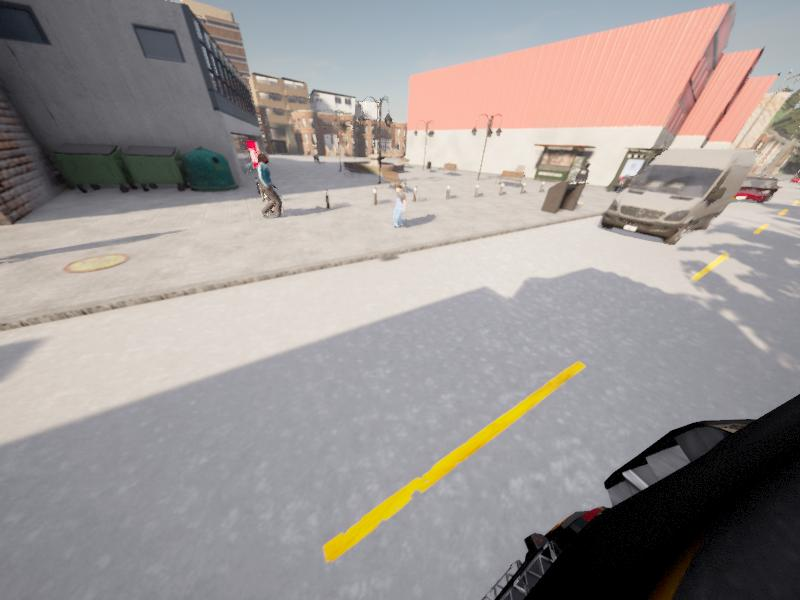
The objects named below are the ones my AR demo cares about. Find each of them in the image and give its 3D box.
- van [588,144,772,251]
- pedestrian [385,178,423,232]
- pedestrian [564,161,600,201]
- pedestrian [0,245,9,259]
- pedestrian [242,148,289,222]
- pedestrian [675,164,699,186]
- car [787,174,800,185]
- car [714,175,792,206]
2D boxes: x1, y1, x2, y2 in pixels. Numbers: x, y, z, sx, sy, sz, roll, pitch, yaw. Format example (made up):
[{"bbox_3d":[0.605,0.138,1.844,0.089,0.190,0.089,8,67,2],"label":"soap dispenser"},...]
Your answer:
[{"bbox_3d":[9.697,-3.724,8.019,5.915,2.561,1.988,-17,38,-27],"label":"van"},{"bbox_3d":[0.078,-2.784,6.750,0.751,1.300,0.751,-18,39,-28],"label":"pedestrian"},{"bbox_3d":[9.852,-6.482,12.577,0.751,1.860,0.751,-24,42,-34],"label":"pedestrian"},{"bbox_3d":[-7.676,-1.381,3.529,0.751,1.860,0.751,-15,38,-25],"label":"pedestrian"},{"bbox_3d":[-3.993,-3.422,6.935,0.751,1.860,0.751,-14,37,-24],"label":"pedestrian"},{"bbox_3d":[28.620,-12.471,23.051,0.751,1.860,0.751,-23,41,-33],"label":"pedestrian"},{"bbox_3d":[67.768,-20.310,38.890,4.514,1.525,2.007,-17,38,-27],"label":"car"},{"bbox_3d":[24.893,-7.804,16.303,4.792,1.488,2.163,-17,38,-27],"label":"car"}]
